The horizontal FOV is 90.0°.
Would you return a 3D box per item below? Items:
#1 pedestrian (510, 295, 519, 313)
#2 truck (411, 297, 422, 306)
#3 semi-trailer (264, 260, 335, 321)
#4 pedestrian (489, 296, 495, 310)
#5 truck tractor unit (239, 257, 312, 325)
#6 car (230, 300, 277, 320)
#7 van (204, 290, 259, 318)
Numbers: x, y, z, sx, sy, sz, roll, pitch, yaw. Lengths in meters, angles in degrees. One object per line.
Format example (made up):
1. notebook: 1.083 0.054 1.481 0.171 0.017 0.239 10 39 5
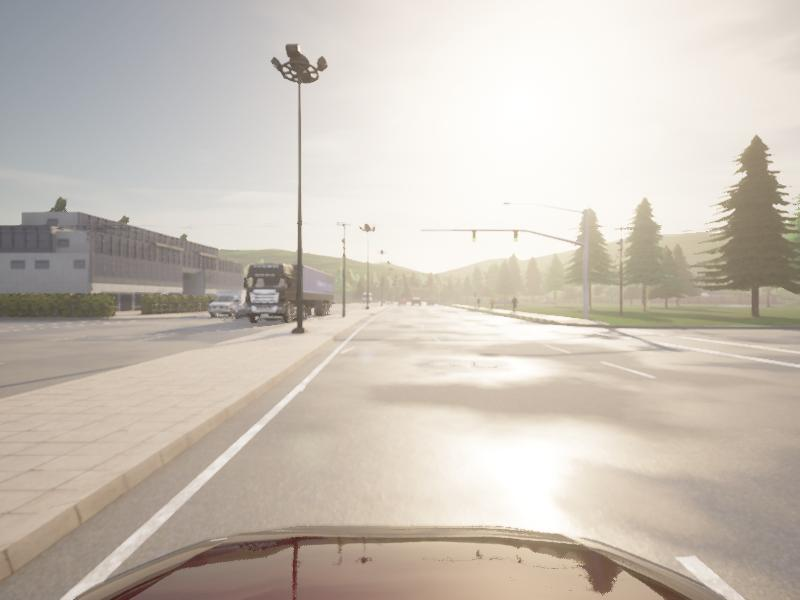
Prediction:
1. pedestrian: 12.113 0.417 42.408 0.751 1.860 0.751 0 0 3
2. truck: 4.135 0.379 101.186 2.390 2.098 6.274 0 0 1
3. semi-trailer: -8.391 -0.676 35.988 2.717 4.402 14.254 0 0 1
4. pedestrian: 12.478 0.398 54.167 0.751 1.860 0.751 0 0 2
5. truck tractor unit: -8.439 -0.568 28.074 3.053 4.208 6.516 0 0 0
6. car: -11.942 0.774 32.968 2.038 1.542 4.974 0 0 0
7. van: -15.409 0.318 37.104 2.351 2.431 6.366 0 0 1
